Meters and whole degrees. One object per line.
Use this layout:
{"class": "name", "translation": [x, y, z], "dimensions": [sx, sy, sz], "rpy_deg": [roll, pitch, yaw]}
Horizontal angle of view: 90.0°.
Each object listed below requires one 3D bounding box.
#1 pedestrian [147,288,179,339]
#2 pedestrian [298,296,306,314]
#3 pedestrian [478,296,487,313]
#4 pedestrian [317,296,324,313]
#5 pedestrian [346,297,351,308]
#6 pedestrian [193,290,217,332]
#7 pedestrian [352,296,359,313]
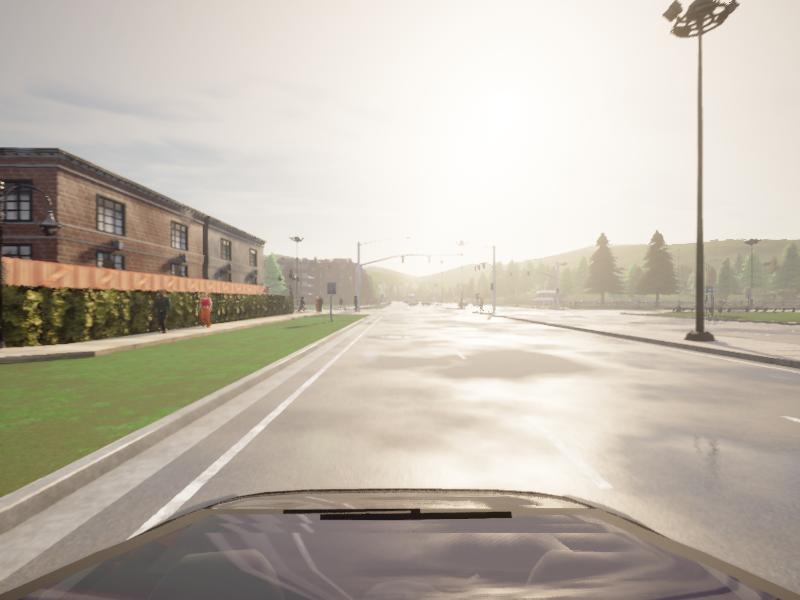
{"class": "pedestrian", "translation": [-8.927, 0.485, 15.077], "dimensions": [0.751, 1.860, 0.751], "rpy_deg": [0, 0, 0]}
{"class": "pedestrian", "translation": [-9.815, 0.485, 40.144], "dimensions": [0.751, 1.860, 0.751], "rpy_deg": [0, 0, -9]}
{"class": "pedestrian", "translation": [9.188, 0.504, 44.571], "dimensions": [0.751, 1.860, 0.751], "rpy_deg": [0, 0, -3]}
{"class": "pedestrian", "translation": [-8.864, 0.485, 44.574], "dimensions": [0.751, 1.860, 0.751], "rpy_deg": [0, 0, -21]}
{"class": "pedestrian", "translation": [-9.170, 0.485, 70.805], "dimensions": [0.751, 1.860, 0.751], "rpy_deg": [0, 0, 4]}
{"class": "pedestrian", "translation": [-8.841, 0.485, 18.185], "dimensions": [0.751, 1.860, 0.751], "rpy_deg": [0, 0, -1]}
{"class": "pedestrian", "translation": [-4.820, 0.454, 43.807], "dimensions": [0.751, 1.860, 0.751], "rpy_deg": [0, 0, -5]}
